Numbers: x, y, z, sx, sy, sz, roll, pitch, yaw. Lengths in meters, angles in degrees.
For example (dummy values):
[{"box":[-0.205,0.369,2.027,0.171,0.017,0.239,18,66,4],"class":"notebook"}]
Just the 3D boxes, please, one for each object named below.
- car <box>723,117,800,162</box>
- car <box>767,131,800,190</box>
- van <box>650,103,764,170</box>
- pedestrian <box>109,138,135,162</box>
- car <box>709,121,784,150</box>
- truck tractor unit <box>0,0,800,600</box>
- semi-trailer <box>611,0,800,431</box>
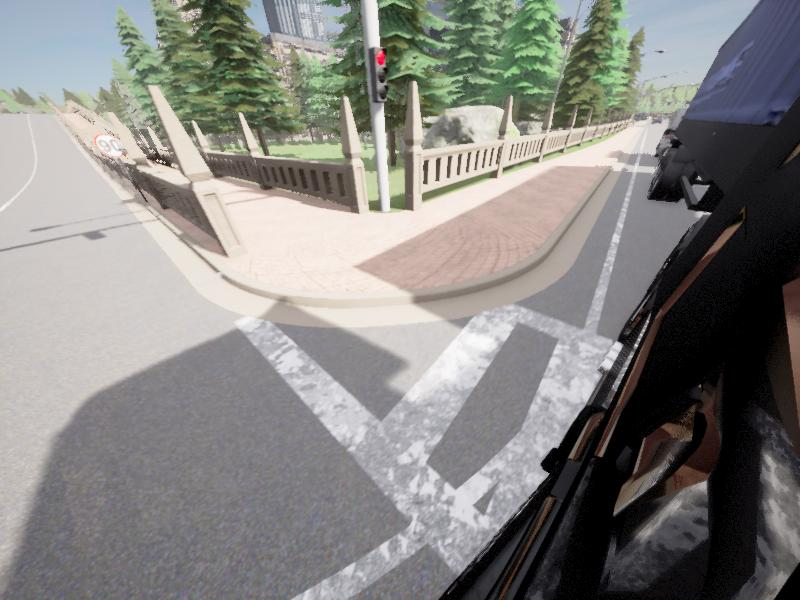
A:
[{"box":[20.966,-9.150,13.035,2.097,1.767,4.553,26,45,32],"class":"car"},{"box":[14.979,-4.766,7.497,1.932,1.855,4.605,26,46,32],"class":"car"},{"box":[16.091,-9.064,12.694,2.351,2.431,6.366,26,45,32],"class":"van"},{"box":[-26.741,-14.421,22.267,0.751,1.860,0.751,26,45,32],"class":"pedestrian"},{"box":[25.384,-12.299,17.178,2.007,1.525,4.514,26,45,32],"class":"car"},{"box":[2.645,-0.295,0.351,6.516,4.208,3.053,-28,44,-30],"class":"truck tractor unit"},{"box":[8.071,-3.974,4.755,2.717,4.402,14.254,27,46,33],"class":"semi-trailer"}]
